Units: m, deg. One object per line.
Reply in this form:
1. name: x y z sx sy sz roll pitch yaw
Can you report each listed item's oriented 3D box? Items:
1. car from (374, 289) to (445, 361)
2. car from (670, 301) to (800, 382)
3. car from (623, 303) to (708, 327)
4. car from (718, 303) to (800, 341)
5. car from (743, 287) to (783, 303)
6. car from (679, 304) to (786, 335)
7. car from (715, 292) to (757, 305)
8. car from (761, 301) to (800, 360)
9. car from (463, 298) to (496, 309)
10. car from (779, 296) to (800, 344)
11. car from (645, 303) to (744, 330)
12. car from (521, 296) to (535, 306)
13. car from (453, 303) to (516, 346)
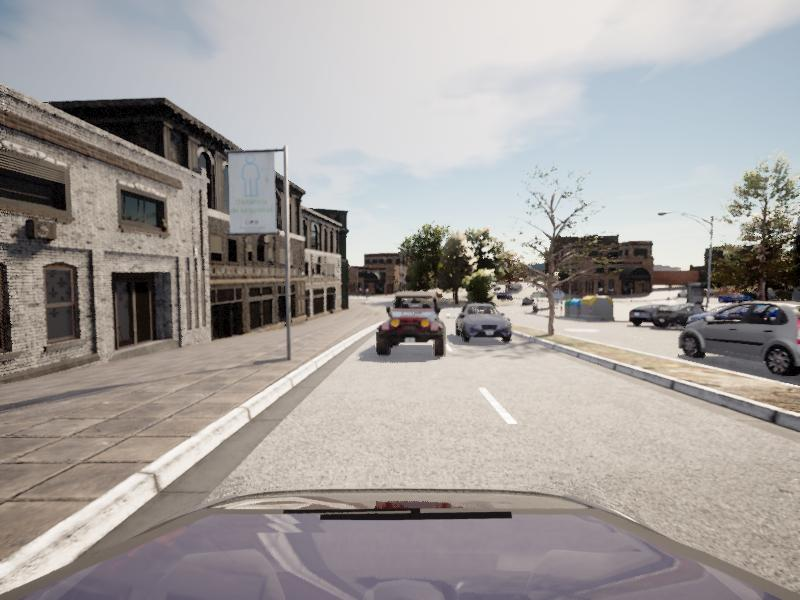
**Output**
1. car: 0.441 0.664 12.561 1.905 1.878 3.866 0 0 6
2. car: 8.963 0.845 9.954 1.851 1.617 3.988 0 0 1
3. car: 17.794 1.026 26.861 4.792 1.488 2.163 1 -1 -15
4. car: 17.227 0.936 18.005 5.008 1.535 2.097 1 -1 -17
5. car: 51.971 -0.693 57.417 1.878 1.987 4.442 -4 3 4
6. car: 17.384 0.995 20.951 4.674 1.452 2.002 1 0 -16
7. car: 49.264 -0.307 58.770 2.097 1.535 5.008 -4 3 4
8. car: 11.952 0.832 9.574 1.930 1.638 5.238 0 0 1
9. car: 13.658 0.565 68.635 5.238 1.638 1.930 0 4 -8
10. car: 17.143 0.795 15.063 4.553 1.767 2.185 1 0 -17
11. car: 17.552 0.975 23.905 4.892 1.521 2.231 1 -1 -16
12. car: 24.271 0.192 75.497 1.851 1.617 3.988 2 4 27
13. car: 3.285 0.891 16.357 1.816 1.474 4.193 0 0 2
